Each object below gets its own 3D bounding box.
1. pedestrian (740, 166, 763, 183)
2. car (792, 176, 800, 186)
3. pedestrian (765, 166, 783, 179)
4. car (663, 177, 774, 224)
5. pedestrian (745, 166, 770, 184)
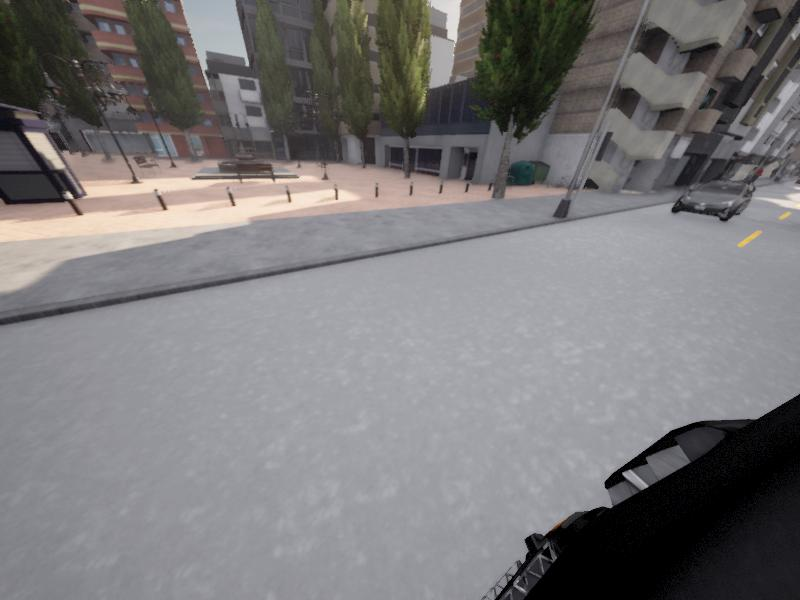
[{"bbox_3d":[45.864,-16.394,30.136,0.751,1.860,0.751,-17,38,-27],"label":"pedestrian"},{"bbox_3d":[59.708,-17.364,33.707,4.718,1.301,1.895,-16,38,-26],"label":"car"},{"bbox_3d":[64.325,-21.869,39.729,0.751,1.860,0.751,-15,37,-25],"label":"pedestrian"},{"bbox_3d":[15.369,-4.935,11.161,4.514,1.525,2.007,-16,38,-26],"label":"car"},{"bbox_3d":[43.998,-15.373,28.457,0.751,1.860,0.751,-14,37,-23],"label":"pedestrian"}]
